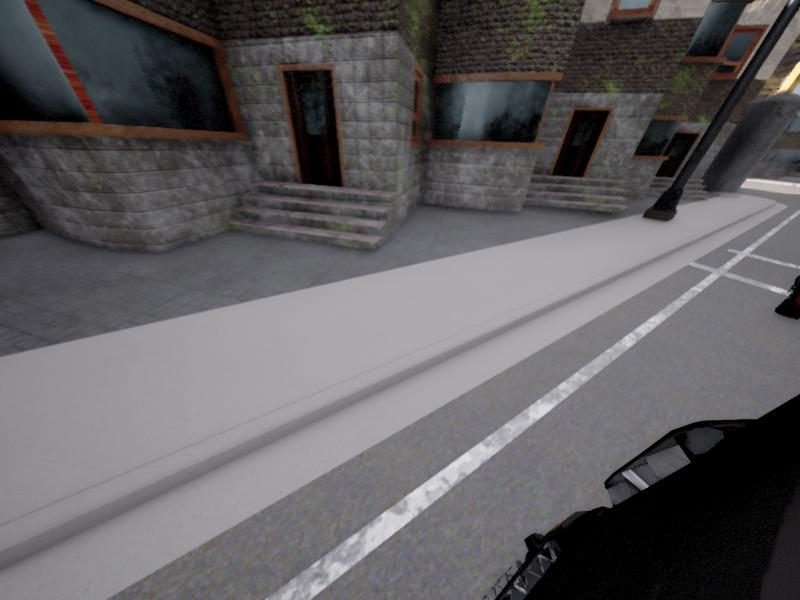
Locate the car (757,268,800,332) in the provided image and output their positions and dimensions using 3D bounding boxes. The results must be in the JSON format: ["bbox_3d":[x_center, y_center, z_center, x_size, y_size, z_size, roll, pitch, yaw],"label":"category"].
[{"bbox_3d":[8.086,-0.296,3.501,3.806,1.475,1.970,-15,38,-25],"label":"car"}]
